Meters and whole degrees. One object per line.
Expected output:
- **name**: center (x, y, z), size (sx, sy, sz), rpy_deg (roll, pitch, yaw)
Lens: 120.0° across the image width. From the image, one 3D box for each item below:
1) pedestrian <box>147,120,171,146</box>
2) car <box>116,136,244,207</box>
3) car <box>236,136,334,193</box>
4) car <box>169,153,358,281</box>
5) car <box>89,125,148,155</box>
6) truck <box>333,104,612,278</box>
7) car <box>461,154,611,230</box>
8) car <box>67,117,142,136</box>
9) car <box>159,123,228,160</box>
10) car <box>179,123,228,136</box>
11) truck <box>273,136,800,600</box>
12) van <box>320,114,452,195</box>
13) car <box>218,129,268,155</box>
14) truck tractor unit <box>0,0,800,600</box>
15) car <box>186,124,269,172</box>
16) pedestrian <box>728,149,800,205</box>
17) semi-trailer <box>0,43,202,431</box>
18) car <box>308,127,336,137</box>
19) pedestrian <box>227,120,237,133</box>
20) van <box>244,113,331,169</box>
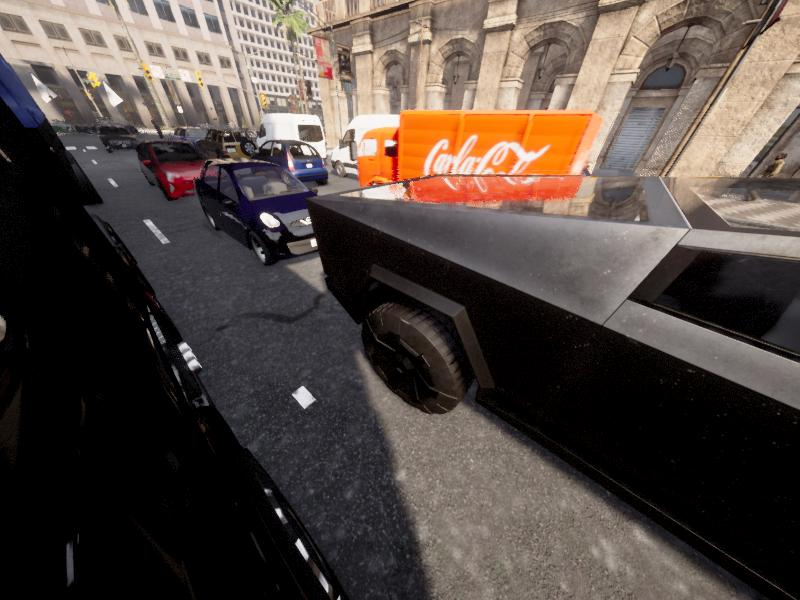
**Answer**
- **pedestrian**: center (-21.237, -14.748, 20.413), size (0.751, 1.860, 0.751), rpy_deg (-21, 43, -28)
- **car**: center (-7.882, -4.778, 8.255), size (4.514, 1.525, 2.007), rpy_deg (28, 44, 30)
- **car**: center (-4.978, -5.993, 9.994), size (3.988, 1.617, 1.851), rpy_deg (28, 44, 30)
- **car**: center (-2.883, -2.078, 4.960), size (3.633, 1.501, 1.845), rpy_deg (28, 44, 30)
- **car**: center (-19.953, -11.386, 16.348), size (4.892, 1.490, 1.837), rpy_deg (30, 45, 31)
- **truck**: center (1.219, -3.016, 5.674), size (5.204, 2.467, 2.627), rpy_deg (28, 44, 30)
- **car**: center (4.250, -3.749, 7.639), size (3.633, 1.501, 1.845), rpy_deg (28, 44, 30)
- **car**: center (-35.141, -20.696, 27.706), size (1.930, 1.638, 5.238), rpy_deg (28, 44, 30)
- **car**: center (-14.384, -11.116, 16.088), size (4.553, 1.767, 2.097), rpy_deg (28, 44, 30)
- **car**: center (-30.734, -26.794, 36.337), size (2.033, 1.411, 5.357), rpy_deg (28, 44, 30)
- **truck**: center (2.231, 0.432, 1.454), size (6.274, 2.098, 2.390), rpy_deg (28, 44, 30)
- **van**: center (-0.890, -6.925, 10.719), size (5.915, 2.561, 1.988), rpy_deg (28, 44, 30)
- **car**: center (-12.781, -12.897, 18.789), size (3.633, 1.501, 1.845), rpy_deg (29, 44, 30)
- **truck tractor unit**: center (-2.645, -0.295, 0.351), size (6.516, 4.208, 3.053), rpy_deg (28, 44, 30)
- **car**: center (-9.753, -8.676, 13.051), size (4.605, 1.855, 1.932), rpy_deg (28, 44, 30)
- **pedestrian**: center (14.795, -4.959, 9.352), size (0.751, 1.860, 0.751), rpy_deg (22, 41, 24)
- **semi-trailer**: center (-8.694, -3.610, 4.228), size (14.254, 4.402, 2.717), rpy_deg (28, 44, 30)
- **car**: center (-15.602, -33.769, 46.535), size (2.163, 1.488, 4.792), rpy_deg (28, 44, 30)
- **pedestrian**: center (-30.856, -31.914, 42.485), size (0.751, 1.860, 0.751), rpy_deg (-3, 37, -8)
- **van**: center (-7.283, -10.370, 14.919), size (5.915, 2.561, 1.988), rpy_deg (28, 44, 30)
